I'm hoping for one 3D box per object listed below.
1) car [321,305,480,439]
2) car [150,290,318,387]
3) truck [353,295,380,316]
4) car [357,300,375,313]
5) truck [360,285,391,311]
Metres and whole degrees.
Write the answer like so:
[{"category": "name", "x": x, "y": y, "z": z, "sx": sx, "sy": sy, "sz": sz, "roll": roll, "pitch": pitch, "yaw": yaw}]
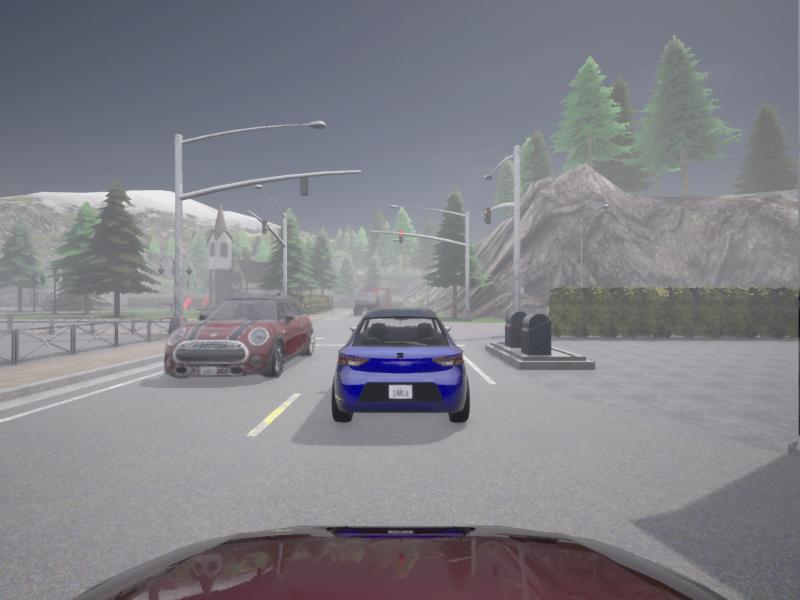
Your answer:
[{"category": "car", "x": 0.012, "y": 0.854, "z": 6.661, "sx": 1.816, "sy": 1.474, "sz": 4.193, "roll": 0, "pitch": 0, "yaw": 0}, {"category": "car", "x": -3.487, "y": 0.694, "z": 9.551, "sx": 2.097, "sy": 1.767, "sz": 4.553, "roll": 0, "pitch": 0, "yaw": 0}, {"category": "truck", "x": -3.439, "y": 0.542, "z": 42.504, "sx": 2.390, "sy": 2.098, "sz": 6.274, "roll": 0, "pitch": 0, "yaw": 0}, {"category": "car", "x": -4.307, "y": 0.771, "z": 50.661, "sx": 1.930, "sy": 1.638, "sz": 5.238, "roll": 0, "pitch": 0, "yaw": -9}, {"category": "truck", "x": -3.976, "y": -0.321, "z": 62.590, "sx": 2.891, "sy": 3.827, "sz": 8.468, "roll": 0, "pitch": 0, "yaw": -18}]
